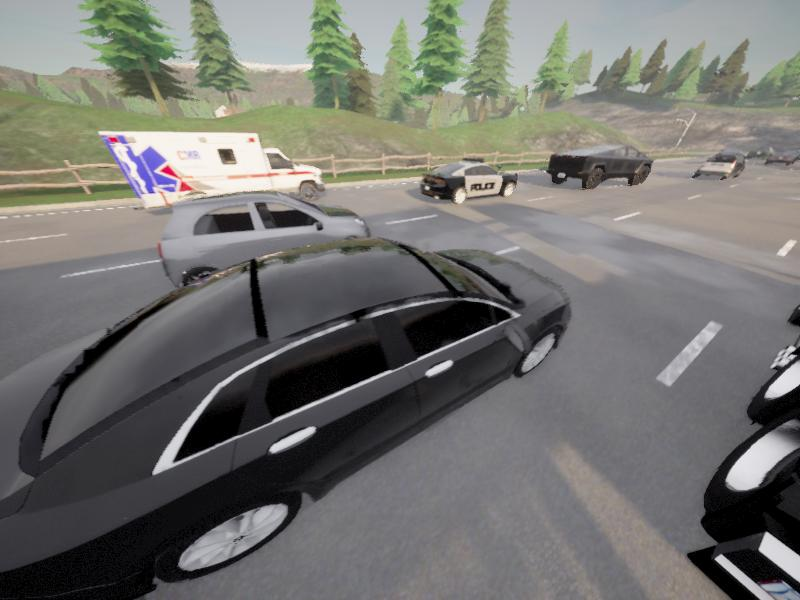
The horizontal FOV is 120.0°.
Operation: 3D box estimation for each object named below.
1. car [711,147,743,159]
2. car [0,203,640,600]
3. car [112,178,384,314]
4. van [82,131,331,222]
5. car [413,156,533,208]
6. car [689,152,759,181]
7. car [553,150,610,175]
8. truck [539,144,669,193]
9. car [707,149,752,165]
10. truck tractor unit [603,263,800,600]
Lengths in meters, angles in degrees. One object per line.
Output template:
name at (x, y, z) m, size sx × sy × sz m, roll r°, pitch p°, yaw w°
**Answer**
car at (54.132, -24.363, 38.265) m, size 4.514 × 1.525 × 2.007 m, roll -19°, pitch 39°, yaw -25°
car at (-0.204, 0.242, 2.356) m, size 4.892 × 1.490 × 1.837 m, roll -18°, pitch 39°, yaw -24°
car at (-2.379, -1.371, 4.627) m, size 3.633 × 1.501 × 1.845 m, roll -18°, pitch 39°, yaw -24°
van at (-6.418, -5.039, 9.077) m, size 6.366 × 2.431 × 2.351 m, roll -18°, pitch 39°, yaw -24°
car at (3.362, -5.589, 10.653) m, size 5.238 × 1.638 × 1.930 m, roll -18°, pitch 39°, yaw -25°
car at (24.249, -10.051, 17.308) m, size 3.988 × 1.617 × 1.851 m, roll -18°, pitch 39°, yaw -24°
car at (15.486, -11.817, 19.764) m, size 3.988 × 1.617 × 1.851 m, roll -18°, pitch 39°, yaw -24°
truck at (12.000, -7.959, 13.750) m, size 6.274 × 2.098 × 2.390 m, roll -12°, pitch 37°, yaw -17°
car at (40.525, -17.616, 28.414) m, size 5.008 × 1.535 × 1.882 m, roll -18°, pitch 39°, yaw -24°
truck tractor unit at (5.109, -0.300, 0.796) m, size 6.516 × 4.208 × 3.053 m, roll -18°, pitch 39°, yaw -24°
